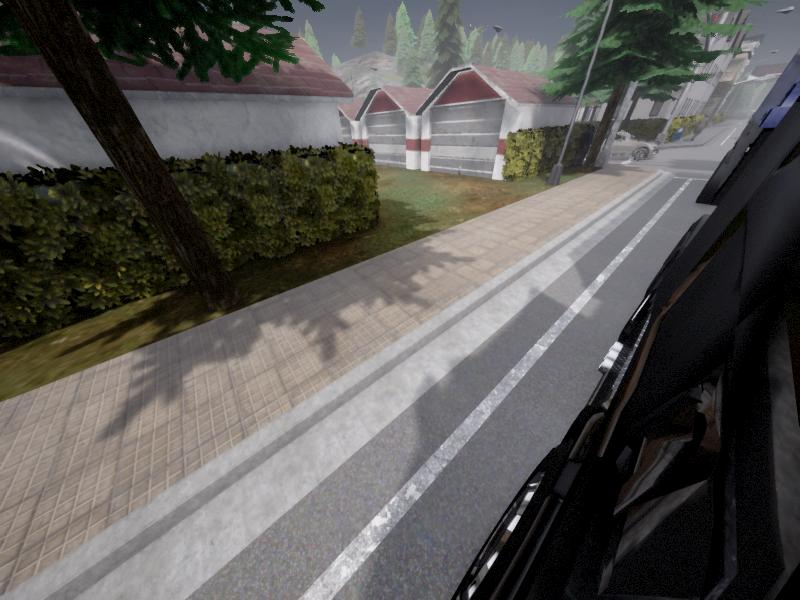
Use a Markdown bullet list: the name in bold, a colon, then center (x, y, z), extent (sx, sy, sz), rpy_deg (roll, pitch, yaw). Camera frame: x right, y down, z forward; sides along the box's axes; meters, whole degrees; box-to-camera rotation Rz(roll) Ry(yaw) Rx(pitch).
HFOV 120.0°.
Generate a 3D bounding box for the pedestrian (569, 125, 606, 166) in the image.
- **pedestrian**: center (10.648, -8.790, 13.178), extent (0.751, 1.860, 0.751), rpy_deg (-20, 40, -22)

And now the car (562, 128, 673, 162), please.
- **car**: center (14.716, -10.738, 15.984), extent (2.152, 1.651, 5.027), rpy_deg (-31, 44, -31)

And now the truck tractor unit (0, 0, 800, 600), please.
- **truck tractor unit**: center (2.645, -0.295, 0.351), extent (6.516, 4.208, 3.053), rpy_deg (-28, 44, -30)

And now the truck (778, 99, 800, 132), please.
- **truck**: center (50.091, -22.941, 27.904), extent (8.468, 3.827, 2.891), rpy_deg (-28, 44, -30)

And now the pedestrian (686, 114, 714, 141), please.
- **pedestrian**: center (26.140, -14.999, 20.164), extent (0.751, 1.860, 0.751), rpy_deg (-31, 45, -33)

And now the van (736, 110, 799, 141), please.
- **van**: center (33.615, -16.136, 21.340), extent (4.480, 2.038, 2.069), rpy_deg (-33, 46, -32)

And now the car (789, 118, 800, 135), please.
- **car**: center (43.331, -18.365, 24.137), extent (4.974, 1.542, 2.038), rpy_deg (-28, 44, -30)

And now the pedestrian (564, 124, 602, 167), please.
- **pedestrian**: center (9.891, -8.360, 12.541), extent (0.751, 1.860, 0.751), rpy_deg (-21, 40, -23)

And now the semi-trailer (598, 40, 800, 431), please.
- **semi-trailer**: center (8.676, -3.624, 4.244), extent (14.254, 4.402, 2.717), rpy_deg (-28, 44, -30)
